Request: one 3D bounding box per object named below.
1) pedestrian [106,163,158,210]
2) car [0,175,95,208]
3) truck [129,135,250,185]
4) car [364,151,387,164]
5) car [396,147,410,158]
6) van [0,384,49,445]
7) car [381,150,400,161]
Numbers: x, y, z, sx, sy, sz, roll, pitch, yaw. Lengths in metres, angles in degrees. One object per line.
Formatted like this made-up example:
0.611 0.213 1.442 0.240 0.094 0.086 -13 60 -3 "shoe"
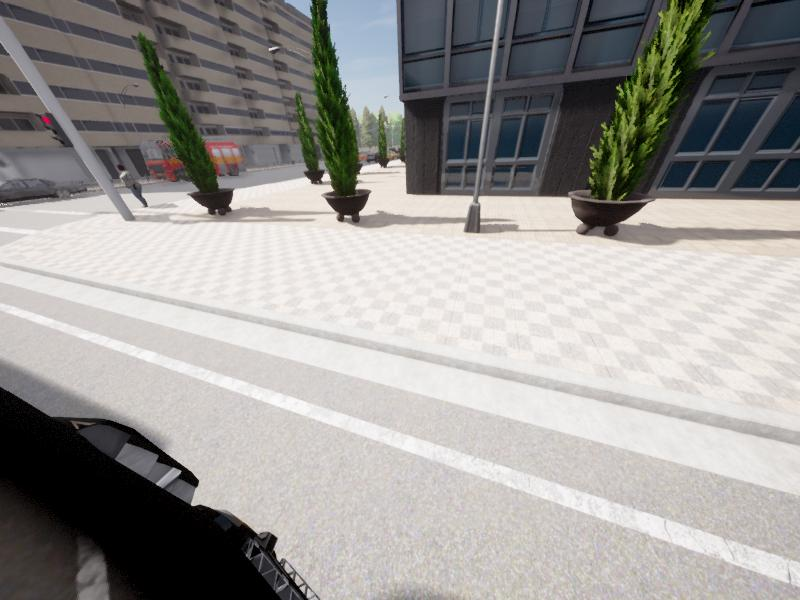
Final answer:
-12.472 -5.317 10.800 0.751 1.860 0.751 22 41 32 "pedestrian"
-25.274 -7.310 15.529 2.033 1.411 5.357 11 36 20 "car"
-21.231 -14.877 24.399 2.891 3.827 8.468 9 35 17 "truck"
-4.032 -24.204 39.165 2.007 1.525 4.514 9 35 17 "car"
0.759 -32.201 50.487 1.905 1.878 3.866 9 35 17 "car"
-6.109 0.534 1.817 4.442 1.987 1.775 9 35 17 "van"
-1.708 -28.030 44.690 1.801 1.575 5.366 9 35 17 "car"
